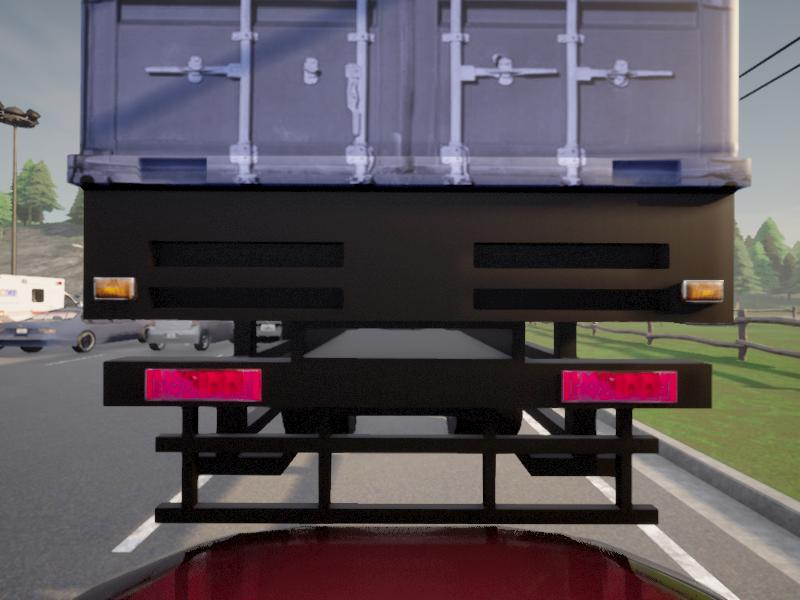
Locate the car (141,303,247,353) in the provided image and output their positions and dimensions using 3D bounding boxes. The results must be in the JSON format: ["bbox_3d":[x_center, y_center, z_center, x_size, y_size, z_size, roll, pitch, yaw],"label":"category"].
[{"bbox_3d":[-6.990,0.873,14.028,1.845,1.501,3.633,0,0,0],"label":"car"}]

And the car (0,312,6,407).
[{"bbox_3d":[-6.998,0.874,3.400,2.033,1.411,5.357,0,0,0],"label":"car"}]

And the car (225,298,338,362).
[{"bbox_3d":[-3.493,0.808,12.857,2.242,1.667,4.611,0,0,0],"label":"car"}]

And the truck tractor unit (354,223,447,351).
[{"bbox_3d":[0.015,-0.422,16.459,3.053,4.208,6.516,0,0,0],"label":"truck tractor unit"}]

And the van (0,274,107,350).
[{"bbox_3d":[-13.987,0.399,14.312,2.351,2.431,6.366,0,0,0],"label":"van"}]

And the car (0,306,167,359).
[{"bbox_3d":[-10.488,0.925,13.604,2.033,1.411,5.357,0,0,0],"label":"car"}]

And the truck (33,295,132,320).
[{"bbox_3d":[-27.164,0.638,34.502,6.274,2.098,2.390,0,-1,-13],"label":"truck"}]

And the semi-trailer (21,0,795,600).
[{"bbox_3d":[0.028,-0.580,8.545,2.717,4.402,14.254,0,0,0],"label":"semi-trailer"}]
